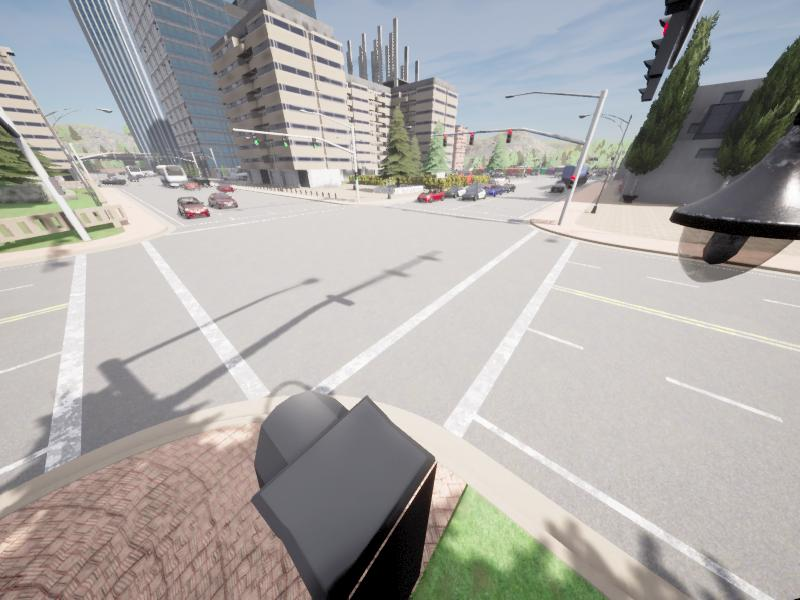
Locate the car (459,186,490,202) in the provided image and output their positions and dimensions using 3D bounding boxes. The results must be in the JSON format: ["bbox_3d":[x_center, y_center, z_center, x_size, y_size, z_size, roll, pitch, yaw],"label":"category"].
[{"bbox_3d":[10.255,-14.559,31.692,2.038,1.542,4.974,23,37,34],"label":"car"}]

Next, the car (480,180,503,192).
[{"bbox_3d":[17.256,-21.510,43.592,2.242,1.667,4.611,23,37,34],"label":"car"}]

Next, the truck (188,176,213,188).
[{"bbox_3d":[-44.656,-26.400,51.632,6.274,2.098,2.390,23,37,34],"label":"truck"}]

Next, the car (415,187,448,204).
[{"bbox_3d":[4.201,-13.723,30.248,2.007,1.525,4.514,24,38,35],"label":"car"}]

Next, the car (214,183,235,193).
[{"bbox_3d":[-32.302,-20.666,42.432,4.181,1.385,1.994,26,39,37],"label":"car"}]

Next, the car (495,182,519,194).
[{"bbox_3d":[18.843,-19.664,40.553,2.128,1.511,4.902,23,37,34],"label":"car"}]

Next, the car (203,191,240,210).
[{"bbox_3d":[-20.100,-11.219,25.995,4.674,1.442,1.812,23,37,34],"label":"car"}]

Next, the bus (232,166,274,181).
[{"bbox_3d":[-48.457,-42.032,76.447,3.944,4.253,10.273,23,37,34],"label":"bus"}]

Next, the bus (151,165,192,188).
[{"bbox_3d":[-51.482,-27.842,51.972,10.273,4.253,3.944,23,37,34],"label":"bus"}]

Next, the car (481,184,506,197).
[{"bbox_3d":[14.747,-17.231,36.324,2.007,1.525,4.514,23,37,34],"label":"car"}]

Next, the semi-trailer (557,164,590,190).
[{"bbox_3d":[37.685,-26.747,49.874,2.717,4.402,14.254,23,37,34],"label":"semi-trailer"}]

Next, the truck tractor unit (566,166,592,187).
[{"bbox_3d":[42.808,-29.643,55.172,3.053,4.208,6.516,23,37,34],"label":"truck tractor unit"}]

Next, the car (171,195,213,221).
[{"bbox_3d":[-19.080,-8.535,21.181,3.988,1.617,1.851,24,38,36],"label":"car"}]

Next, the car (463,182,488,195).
[{"bbox_3d":[12.734,-18.797,38.936,2.033,1.649,4.856,23,37,34],"label":"car"}]

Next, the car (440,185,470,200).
[{"bbox_3d":[8.260,-16.092,34.347,2.038,1.542,4.974,23,37,34],"label":"car"}]

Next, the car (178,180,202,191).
[{"bbox_3d":[-41.397,-22.538,45.420,5.027,1.651,2.152,23,37,34],"label":"car"}]

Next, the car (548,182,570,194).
[{"bbox_3d":[27.854,-19.643,40.386,1.930,1.638,5.238,23,37,34],"label":"car"}]

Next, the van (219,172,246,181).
[{"bbox_3d":[-54.541,-40.462,75.550,2.351,2.431,6.366,23,37,34],"label":"van"}]
